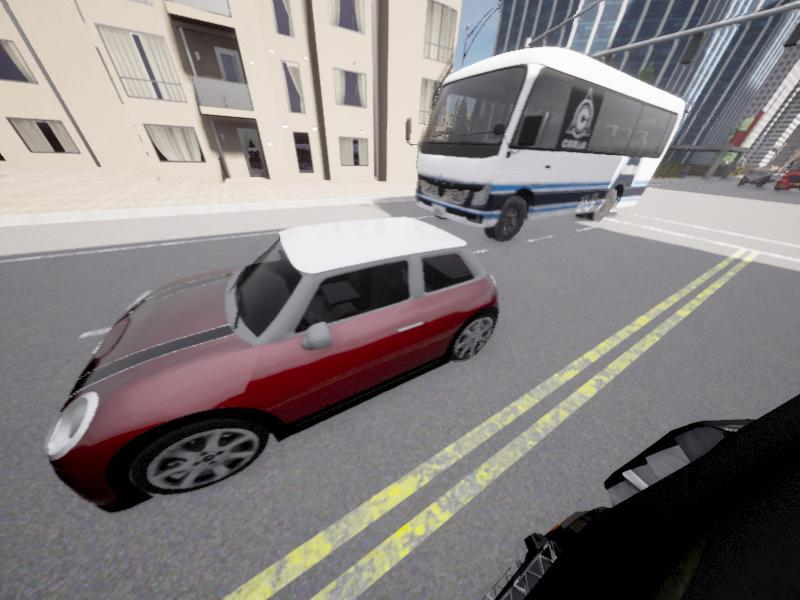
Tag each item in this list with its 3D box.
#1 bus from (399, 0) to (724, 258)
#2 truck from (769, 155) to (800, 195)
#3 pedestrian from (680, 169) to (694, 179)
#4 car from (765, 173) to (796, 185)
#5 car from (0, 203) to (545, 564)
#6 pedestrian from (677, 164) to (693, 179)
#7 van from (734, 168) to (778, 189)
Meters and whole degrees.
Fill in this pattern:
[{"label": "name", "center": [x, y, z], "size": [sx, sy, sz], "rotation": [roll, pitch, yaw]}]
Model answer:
[{"label": "bus", "center": [5.492, -5.011, 8.164], "size": [10.273, 4.253, 3.944], "rotation": [-16, 38, -26]}, {"label": "truck", "center": [44.689, -13.704, 24.932], "size": [8.468, 3.827, 2.891], "rotation": [-16, 38, -26]}, {"label": "pedestrian", "center": [43.626, -19.216, 35.147], "size": [0.751, 1.300, 0.751], "rotation": [-20, 40, -30]}, {"label": "car", "center": [63.749, -20.290, 38.672], "size": [3.806, 1.475, 1.970], "rotation": [-16, 38, -26]}, {"label": "car", "center": [-0.751, 0.037, 2.531], "size": [3.806, 1.475, 1.970], "rotation": [-16, 38, -26]}, {"label": "pedestrian", "center": [42.727, -19.261, 34.633], "size": [0.751, 1.860, 0.751], "rotation": [-21, 40, -31]}, {"label": "van", "center": [43.484, -14.837, 28.214], "size": [4.442, 1.987, 1.775], "rotation": [-16, 38, -26]}]
